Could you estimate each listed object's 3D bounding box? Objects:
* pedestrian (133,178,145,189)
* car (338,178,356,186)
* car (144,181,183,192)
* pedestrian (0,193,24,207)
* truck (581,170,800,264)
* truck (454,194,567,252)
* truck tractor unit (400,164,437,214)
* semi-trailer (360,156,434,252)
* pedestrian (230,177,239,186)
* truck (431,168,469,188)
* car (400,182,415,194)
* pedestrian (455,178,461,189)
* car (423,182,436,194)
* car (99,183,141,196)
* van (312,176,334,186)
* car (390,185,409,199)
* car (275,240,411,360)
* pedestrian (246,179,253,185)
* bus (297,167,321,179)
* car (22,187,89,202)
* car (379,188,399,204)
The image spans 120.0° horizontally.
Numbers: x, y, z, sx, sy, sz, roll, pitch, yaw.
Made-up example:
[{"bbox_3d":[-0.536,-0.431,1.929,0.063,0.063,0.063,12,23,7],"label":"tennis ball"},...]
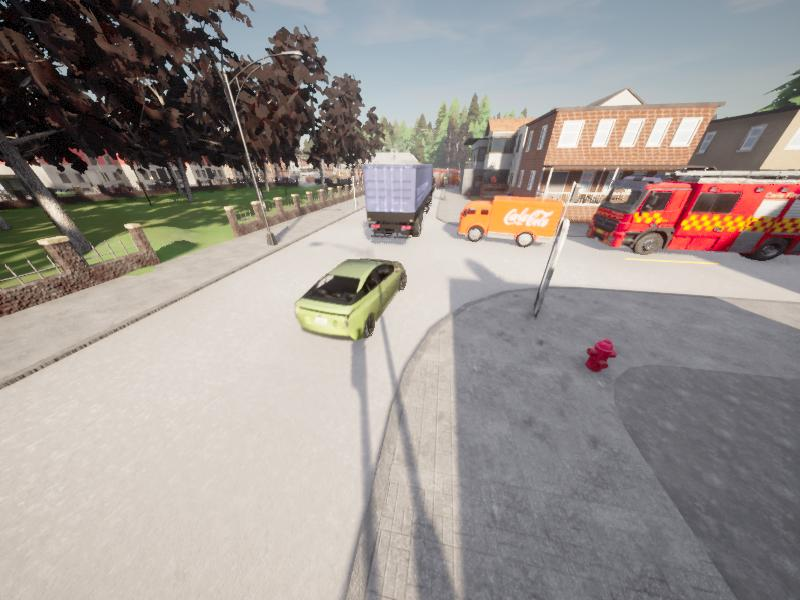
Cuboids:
[{"bbox_3d":[-52.742,-23.520,46.626,0.751,1.860,0.751,8,31,13],"label":"pedestrian"},{"bbox_3d":[-12.908,-28.897,56.527,3.633,1.501,1.845,5,30,9],"label":"car"},{"bbox_3d":[-44.278,-21.282,43.373,1.837,1.490,4.892,5,30,8],"label":"car"},{"bbox_3d":[-43.014,-11.043,25.575,0.751,1.300,0.751,5,30,9],"label":"pedestrian"},{"bbox_3d":[15.382,-4.391,11.779,8.468,3.827,2.891,5,30,9],"label":"truck"},{"bbox_3d":[6.223,-4.773,13.820,5.204,2.467,2.627,11,32,16],"label":"truck"},{"bbox_3d":[2.078,-11.978,24.523,3.053,4.208,6.516,5,31,9],"label":"truck tractor unit"},{"bbox_3d":[0.709,-8.163,17.724,2.717,4.402,14.254,5,30,9],"label":"semi-trailer"},{"bbox_3d":[-37.440,-26.731,52.190,0.751,1.860,0.751,7,31,11],"label":"pedestrian"},{"bbox_3d":[11.302,-27.575,51.941,8.468,3.827,2.891,-19,34,-29],"label":"truck"},{"bbox_3d":[1.399,-20.204,41.419,1.801,1.575,5.366,5,30,9],"label":"car"},{"bbox_3d":[11.405,-22.868,45.481,0.751,1.860,0.751,15,33,25],"label":"pedestrian"},{"bbox_3d":[5.254,-19.919,40.899,1.851,1.617,3.988,5,30,9],"label":"car"},{"bbox_3d":[-45.449,-17.993,37.616,1.789,1.549,3.705,5,30,9],"label":"car"},{"bbox_3d":[-19.018,-29.663,57.338,4.480,2.038,2.069,5,30,9],"label":"van"},{"bbox_3d":[-0.005,-16.512,35.211,2.033,1.411,5.357,5,30,8],"label":"car"},{"bbox_3d":[-1.226,-0.451,7.260,2.007,1.525,4.514,9,31,15],"label":"car"},{"bbox_3d":[-36.169,-28.302,55.472,0.751,1.300,0.751,1,30,1],"label":"pedestrian"},{"bbox_3d":[-37.411,-52.898,95.808,3.944,4.253,10.273,5,30,9],"label":"bus"},{"bbox_3d":[-46.697,-14.440,31.490,2.007,1.525,4.514,5,30,9],"label":"car"},{"bbox_3d":[-1.281,-13.276,29.471,1.845,1.501,3.633,4,30,7],"label":"car"}]
